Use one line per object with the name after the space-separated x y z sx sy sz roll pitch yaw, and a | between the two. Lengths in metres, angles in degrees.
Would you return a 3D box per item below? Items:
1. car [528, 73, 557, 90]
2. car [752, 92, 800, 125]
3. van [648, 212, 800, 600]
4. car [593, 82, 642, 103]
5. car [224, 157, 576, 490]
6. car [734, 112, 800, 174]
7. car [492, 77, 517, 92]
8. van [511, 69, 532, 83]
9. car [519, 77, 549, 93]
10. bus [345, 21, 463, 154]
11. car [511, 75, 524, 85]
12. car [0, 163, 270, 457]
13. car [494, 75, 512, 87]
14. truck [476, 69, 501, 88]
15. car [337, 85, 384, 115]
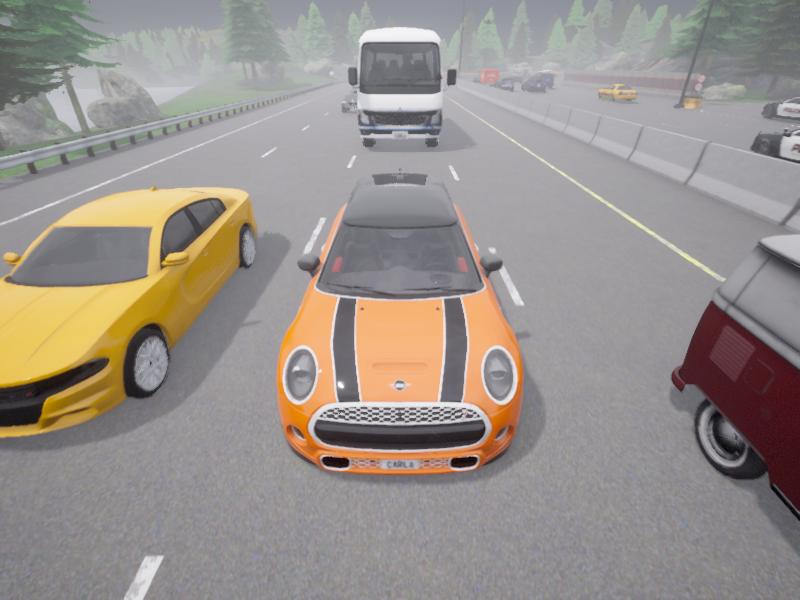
20.865 -32.151 58.760 2.150 2.045 5.566 0 30 0 | car
24.563 -11.647 24.323 2.038 1.542 4.974 2 31 2 | car
3.501 1.292 1.802 1.775 1.987 4.442 0 31 0 | van
20.935 -20.143 38.750 1.801 1.575 5.366 0 30 0 | car
0.000 -0.352 4.799 2.097 1.767 4.553 0 30 0 | car
13.999 -5.026 13.030 2.038 1.542 4.974 0 30 0 | car
13.883 -28.791 53.427 2.033 1.649 4.856 0 30 0 | car
25.004 -46.122 82.179 2.351 2.431 6.366 15 34 24 | van
17.387 -27.971 52.038 2.242 1.667 4.611 0 30 0 | car
0.113 -10.034 18.884 3.944 4.253 10.273 0 30 0 | bus
21.612 -40.554 73.611 1.837 1.490 4.892 6 31 10 | car
-3.499 -0.520 5.336 1.882 1.535 5.008 0 30 0 | car
17.357 -37.073 67.637 1.801 1.575 5.366 1 30 1 | car
13.851 -34.839 62.909 2.627 2.467 5.204 0 30 0 | truck
-2.834 -14.877 29.674 2.242 1.667 4.611 5 31 9 | car
